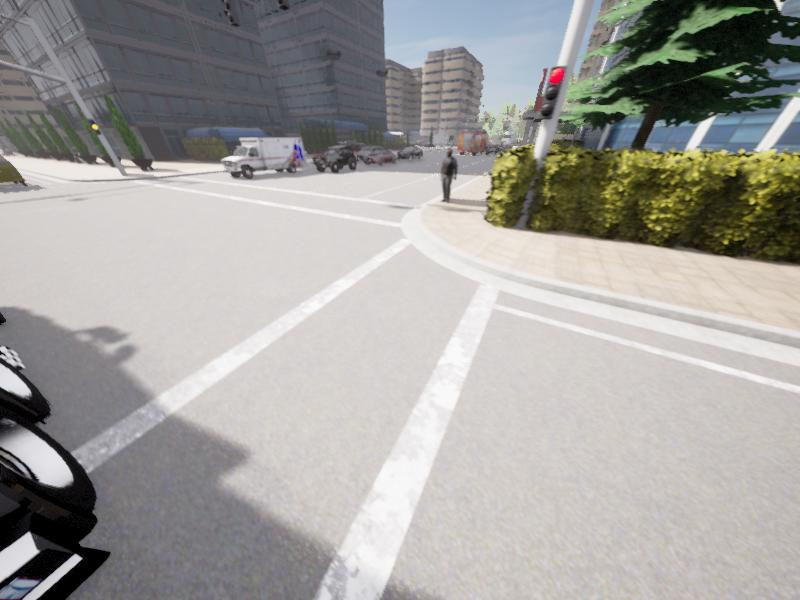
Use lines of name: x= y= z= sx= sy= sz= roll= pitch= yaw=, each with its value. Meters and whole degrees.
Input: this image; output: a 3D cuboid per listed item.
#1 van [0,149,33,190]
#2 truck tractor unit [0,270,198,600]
van: x=-24.927 y=-7.896 z=13.871 sx=4.442 sy=1.987 sz=1.775 roll=17 pitch=39 yaw=24
truck tractor unit: x=-5.125 y=-0.284 z=0.768 sx=6.516 sy=4.208 sz=3.053 roll=18 pitch=39 yaw=24
